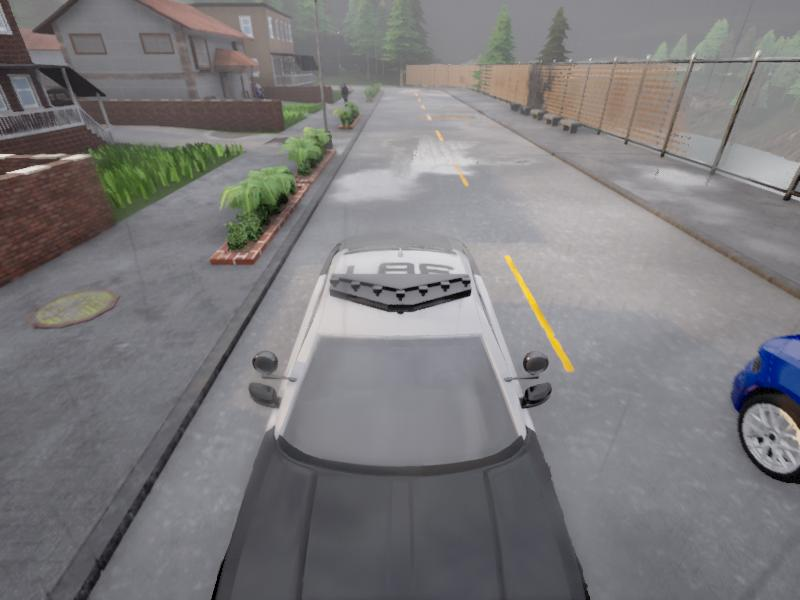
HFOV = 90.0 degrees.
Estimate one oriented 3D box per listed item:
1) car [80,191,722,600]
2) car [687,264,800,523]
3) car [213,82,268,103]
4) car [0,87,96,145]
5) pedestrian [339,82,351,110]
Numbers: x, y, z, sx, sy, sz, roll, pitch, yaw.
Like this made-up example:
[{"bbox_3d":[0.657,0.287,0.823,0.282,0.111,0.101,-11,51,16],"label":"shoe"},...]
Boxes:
[{"bbox_3d":[0.003,0.605,3.352,1.930,1.638,5.238,0,30,0],"label":"car"},{"bbox_3d":[4.016,1.605,1.734,1.882,1.535,5.008,0,30,0],"label":"car"},{"bbox_3d":[-13.266,-17.355,33.461,3.633,1.501,1.845,0,30,0],"label":"car"},{"bbox_3d":[-15.528,-7.929,17.024,1.905,1.878,3.866,0,30,0],"label":"car"},{"bbox_3d":[-4.220,-15.678,30.708,0.751,1.860,0.751,0,30,1],"label":"pedestrian"}]
